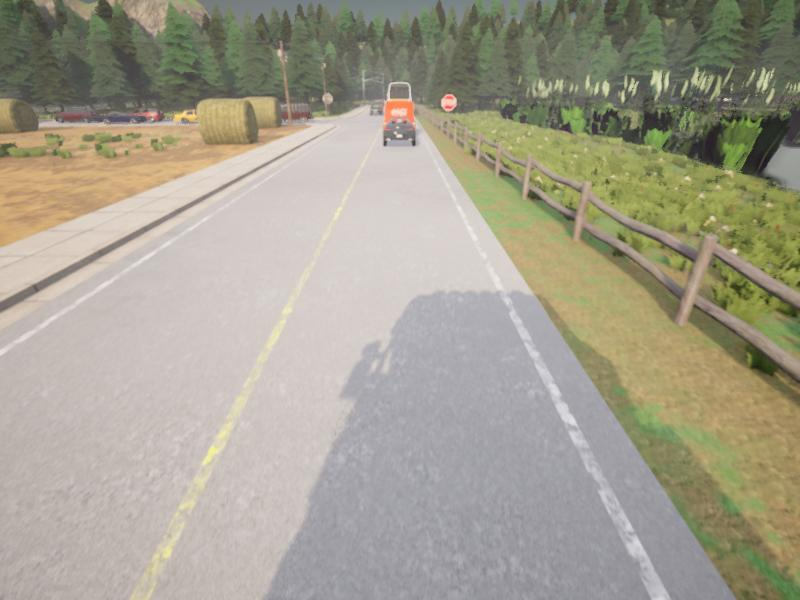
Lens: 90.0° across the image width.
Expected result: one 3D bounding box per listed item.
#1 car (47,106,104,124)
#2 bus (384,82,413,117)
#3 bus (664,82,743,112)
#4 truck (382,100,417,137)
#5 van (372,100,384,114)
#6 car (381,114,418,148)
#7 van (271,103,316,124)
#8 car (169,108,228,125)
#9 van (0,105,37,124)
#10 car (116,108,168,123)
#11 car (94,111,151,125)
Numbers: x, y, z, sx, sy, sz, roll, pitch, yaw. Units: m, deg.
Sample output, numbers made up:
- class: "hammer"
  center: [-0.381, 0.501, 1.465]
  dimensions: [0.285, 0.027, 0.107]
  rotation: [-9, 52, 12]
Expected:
- class: "car"
  center: [-38.288, -21.949, 47.370]
  dimensions: [4.553, 1.767, 2.097]
  rotation: [-2, 27, -2]
- class: "bus"
  center: [-0.187, -30.113, 59.976]
  dimensions: [3.944, 4.253, 10.273]
  rotation: [0, 27, 0]
- class: "bus"
  center: [52.381, -35.379, 69.681]
  dimensions: [3.944, 4.253, 10.273]
  rotation: [-7, 28, -12]
- class: "truck"
  center: [-0.036, -14.817, 32.435]
  dimensions: [2.627, 2.467, 5.204]
  rotation: [0, 27, 0]
- class: "van"
  center: [-3.571, -31.657, 65.452]
  dimensions: [1.775, 1.987, 4.442]
  rotation: [0, 27, 0]
- class: "car"
  center: [-0.031, -11.203, 26.390]
  dimensions: [2.152, 1.651, 5.027]
  rotation: [0, 27, 0]
- class: "van"
  center: [-12.018, -21.126, 45.313]
  dimensions: [4.442, 1.987, 1.775]
  rotation: [-1, 27, -2]
- class: "car"
  center: [-22.560, -20.663, 44.965]
  dimensions: [5.366, 1.575, 1.801]
  rotation: [-1, 27, -2]
- class: "van"
  center: [-45.993, -21.828, 47.003]
  dimensions: [4.442, 1.987, 1.775]
  rotation: [-2, 27, -2]
- class: "car"
  center: [-30.690, -22.034, 47.748]
  dimensions: [4.514, 1.525, 2.007]
  rotation: [-2, 27, -2]
- class: "car"
  center: [-30.948, -20.311, 44.681]
  dimensions: [4.718, 1.301, 1.895]
  rotation: [-2, 27, -2]
